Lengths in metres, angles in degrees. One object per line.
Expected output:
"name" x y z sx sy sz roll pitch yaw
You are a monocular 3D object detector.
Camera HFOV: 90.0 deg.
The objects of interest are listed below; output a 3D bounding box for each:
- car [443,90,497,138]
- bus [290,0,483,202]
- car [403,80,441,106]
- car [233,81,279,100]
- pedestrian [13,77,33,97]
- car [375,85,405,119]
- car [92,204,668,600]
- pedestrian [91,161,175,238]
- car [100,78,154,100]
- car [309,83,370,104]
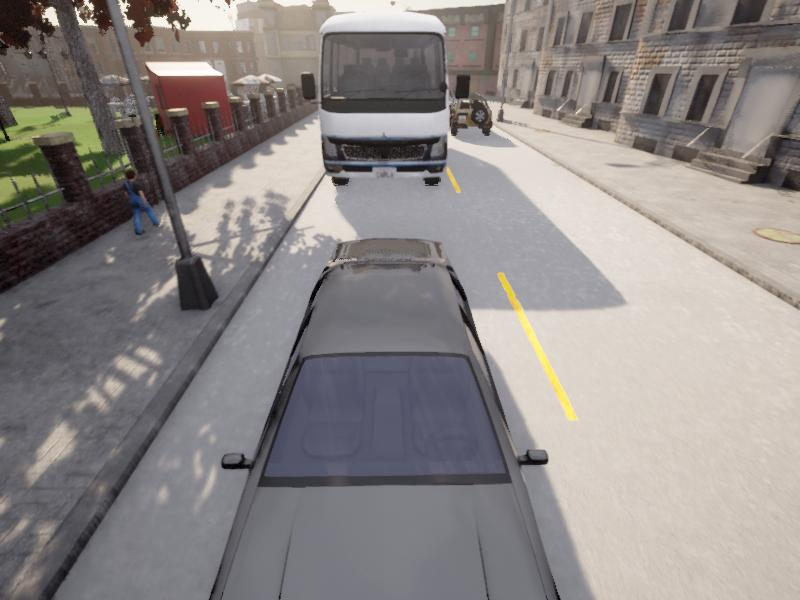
"car" 3.471 -9.750 20.794 1.932 1.855 4.605 0 30 -1
"bus" -0.286 -6.961 13.679 3.944 4.253 10.273 0 30 0
"car" 1.939 -19.098 36.759 1.905 1.878 3.866 -12 33 -20
"car" -14.990 -21.913 41.836 3.988 1.617 1.851 0 30 0
"pedestrian" -41.056 -23.233 43.577 0.751 1.860 0.751 -5 31 -9
"car" -0.667 -13.619 27.396 1.905 1.878 3.866 -1 30 -1
"car" -0.105 0.671 3.470 2.033 1.411 5.357 0 30 -1
"pedestrian" -5.133 -1.955 7.791 0.751 1.300 0.751 0 30 -1
"car" -28.324 -21.956 41.624 3.866 1.878 1.905 0 30 0
"car" -5.675 -19.601 37.859 5.238 1.638 1.930 5 31 9
